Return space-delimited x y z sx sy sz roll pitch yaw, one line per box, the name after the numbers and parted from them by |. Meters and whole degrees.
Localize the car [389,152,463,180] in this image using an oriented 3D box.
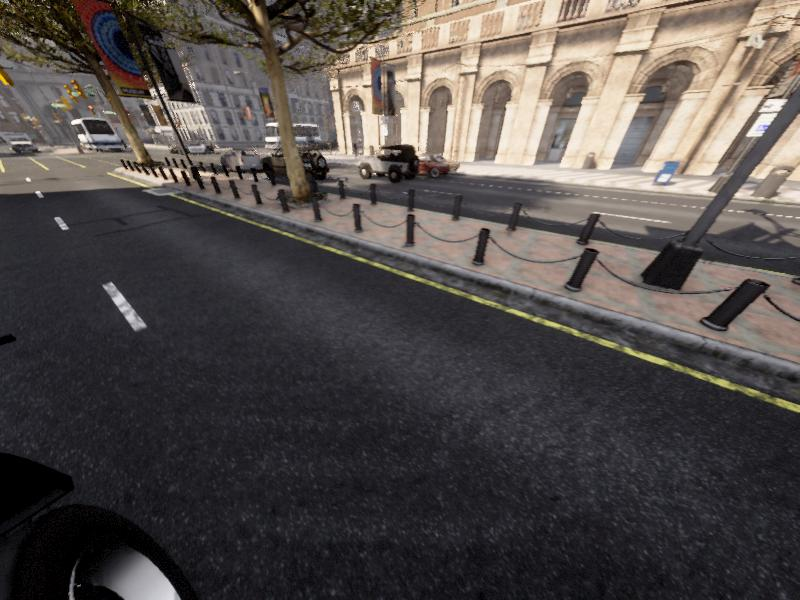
1.726 -9.529 16.292 4.718 1.301 1.895 22 41 28 | car

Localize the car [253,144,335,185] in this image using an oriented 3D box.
-6.444 -8.349 14.040 4.605 1.855 1.932 22 40 28 | car

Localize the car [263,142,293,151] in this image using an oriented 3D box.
-23.444 -29.644 44.557 1.895 1.301 4.718 22 41 28 | car

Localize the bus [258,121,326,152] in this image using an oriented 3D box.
-19.626 -30.341 43.019 3.944 4.253 10.273 22 41 28 | bus

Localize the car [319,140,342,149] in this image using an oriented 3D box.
-15.907 -36.023 53.345 2.242 1.667 4.611 22 41 28 | car

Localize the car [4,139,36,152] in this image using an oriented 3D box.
-62.439 -25.473 37.976 4.856 1.649 2.033 22 41 28 | car

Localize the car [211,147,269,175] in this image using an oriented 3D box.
-11.931 -10.450 17.270 3.633 1.501 1.845 22 41 28 | car

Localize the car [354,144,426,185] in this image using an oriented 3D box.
-0.647 -8.451 14.233 3.866 1.878 1.905 22 41 28 | car

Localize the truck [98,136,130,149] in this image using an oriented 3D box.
-57.626 -31.795 46.574 6.274 2.098 2.390 22 41 28 | truck

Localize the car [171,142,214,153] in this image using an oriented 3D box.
-33.267 -24.632 37.230 4.674 1.442 1.812 -11 37 -16 | car

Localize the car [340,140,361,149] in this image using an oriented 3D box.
-11.459 -36.079 53.591 2.007 1.525 4.514 22 41 28 | car

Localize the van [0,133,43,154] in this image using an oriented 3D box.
-56.153 -23.233 34.171 6.366 2.431 2.351 22 41 28 | van

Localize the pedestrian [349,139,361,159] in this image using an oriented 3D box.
-5.023 -16.875 25.848 0.751 1.860 0.751 -29 45 -35 | pedestrian

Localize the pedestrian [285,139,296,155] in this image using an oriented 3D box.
-15.710 -21.949 33.197 0.751 1.860 0.751 20 40 25 | pedestrian

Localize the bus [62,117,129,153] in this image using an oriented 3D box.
-50.100 -27.057 38.063 10.273 4.253 3.944 22 41 28 | bus

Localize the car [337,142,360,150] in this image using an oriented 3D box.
-10.974 -32.868 49.247 1.895 1.301 4.718 22 41 28 | car

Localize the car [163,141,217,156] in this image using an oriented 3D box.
-29.333 -21.312 32.482 2.038 1.542 4.974 22 41 28 | car

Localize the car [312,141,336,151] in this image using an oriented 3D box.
-14.698 -29.884 44.827 1.816 1.474 4.193 22 41 28 | car

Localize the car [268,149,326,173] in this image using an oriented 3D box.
-8.351 -11.381 18.763 4.181 1.385 1.994 22 41 28 | car
